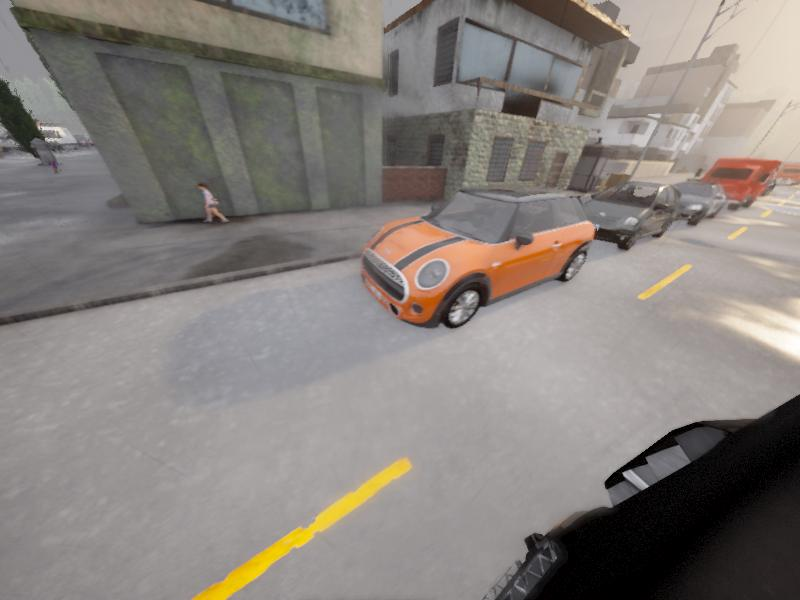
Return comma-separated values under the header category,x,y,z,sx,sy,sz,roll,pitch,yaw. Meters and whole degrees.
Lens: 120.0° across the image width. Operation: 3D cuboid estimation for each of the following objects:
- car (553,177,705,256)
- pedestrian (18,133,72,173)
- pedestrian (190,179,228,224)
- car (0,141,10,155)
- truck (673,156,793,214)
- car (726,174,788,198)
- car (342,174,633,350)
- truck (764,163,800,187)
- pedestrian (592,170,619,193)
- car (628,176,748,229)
category,x,y,z,sx,sy,sz,roll,pitch,yaw
car,7.184,-2.815,7.297,3.988,1.617,1.851,-17,38,-27
pedestrian,-19.897,-8.236,13.006,0.751,1.860,0.751,-19,39,-30
pedestrian,-5.365,-2.790,6.545,0.500,1.100,0.500,-17,38,-27
car,-37.027,-13.169,19.624,1.801,1.575,5.366,-17,38,-27
truck,19.529,-6.916,13.622,5.204,2.467,2.627,-17,38,-27
car,30.976,-9.947,20.035,5.357,1.411,2.033,-17,38,-27
car,1.582,-1.189,4.254,4.553,1.767,2.097,-17,38,-27
truck,54.251,-17.463,32.118,5.204,2.467,2.627,-18,39,-26
pedestrian,14.263,-8.245,16.064,0.751,1.300,0.751,-16,38,-26
car,12.936,-4.529,10.383,4.974,1.542,2.038,-17,38,-27
